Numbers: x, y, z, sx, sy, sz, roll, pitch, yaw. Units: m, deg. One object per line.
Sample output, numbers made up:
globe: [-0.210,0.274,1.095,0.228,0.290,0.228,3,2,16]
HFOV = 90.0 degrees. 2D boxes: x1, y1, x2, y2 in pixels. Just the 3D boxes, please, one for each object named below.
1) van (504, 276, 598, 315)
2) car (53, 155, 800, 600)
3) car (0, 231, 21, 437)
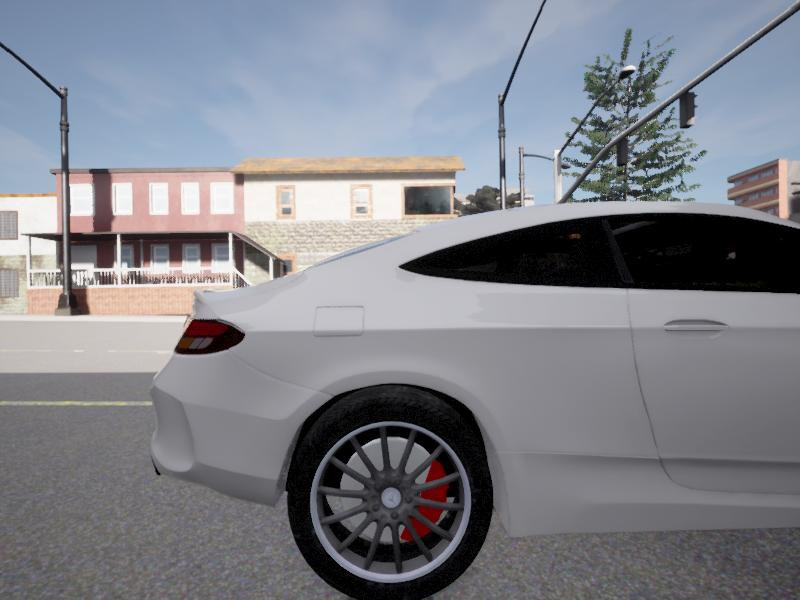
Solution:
van: [10.686,-0.261,28.709,5.915,2.561,1.988,-1,0,44]
car: [1.235,0.270,2.205,4.674,1.442,1.812,0,0,-1]
car: [-4.942,0.230,2.066,4.193,1.474,1.816,0,0,-1]
